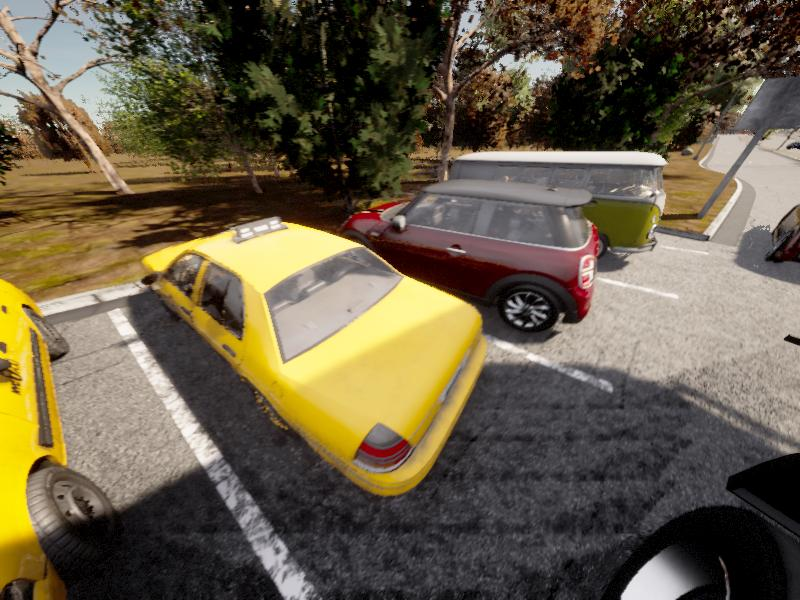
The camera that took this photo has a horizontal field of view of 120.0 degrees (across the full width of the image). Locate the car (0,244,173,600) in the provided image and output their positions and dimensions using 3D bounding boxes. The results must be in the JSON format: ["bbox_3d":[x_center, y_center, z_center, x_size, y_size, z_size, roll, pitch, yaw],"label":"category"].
[{"bbox_3d":[-3.815,0.854,1.402,5.366,1.575,1.946,21,40,29],"label":"car"}]

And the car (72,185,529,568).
[{"bbox_3d":[-1.696,-0.250,2.957,5.366,1.575,1.946,21,41,29],"label":"car"}]

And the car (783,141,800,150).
[{"bbox_3d":[77.791,-30.363,45.323,4.193,1.474,1.816,-27,43,-33],"label":"car"}]

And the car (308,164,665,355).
[{"bbox_3d":[0.897,-1.279,4.175,4.553,1.767,2.185,21,40,28],"label":"car"}]

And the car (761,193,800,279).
[{"bbox_3d":[9.641,-1.445,4.679,4.181,1.385,1.994,-24,41,-29],"label":"car"}]

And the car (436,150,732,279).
[{"bbox_3d":[3.370,-2.344,5.488,4.442,1.987,1.878,21,40,28],"label":"car"}]
